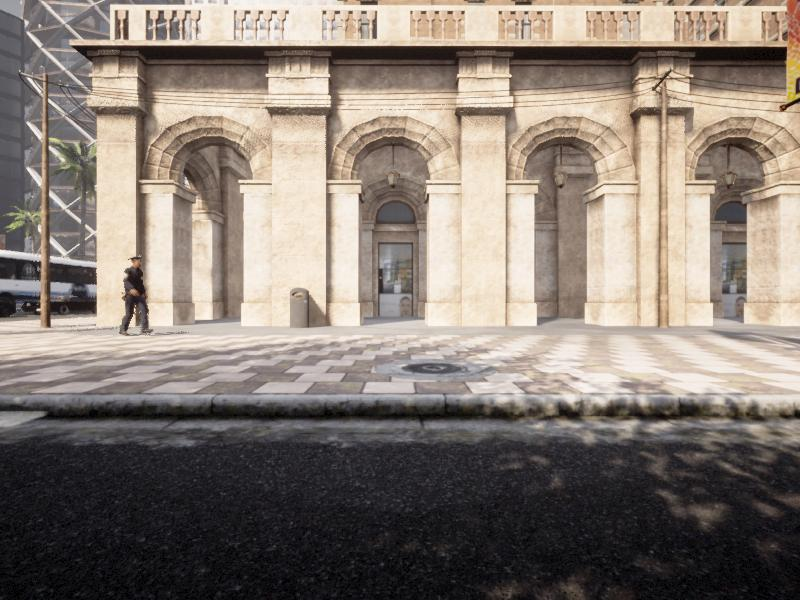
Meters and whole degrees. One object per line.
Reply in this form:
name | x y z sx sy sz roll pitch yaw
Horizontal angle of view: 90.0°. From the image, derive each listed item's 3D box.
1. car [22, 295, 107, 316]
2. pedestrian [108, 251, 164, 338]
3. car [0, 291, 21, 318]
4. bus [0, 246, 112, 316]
car | -23.035 0.340 27.750 1.895 1.301 4.718 0 0 0
pedestrian | -5.934 -0.116 9.021 0.751 1.860 0.751 0 0 16
car | -23.029 0.251 21.246 1.816 1.474 4.193 0 0 0
bus | -26.424 -1.133 28.763 3.944 4.253 10.273 0 -1 0
